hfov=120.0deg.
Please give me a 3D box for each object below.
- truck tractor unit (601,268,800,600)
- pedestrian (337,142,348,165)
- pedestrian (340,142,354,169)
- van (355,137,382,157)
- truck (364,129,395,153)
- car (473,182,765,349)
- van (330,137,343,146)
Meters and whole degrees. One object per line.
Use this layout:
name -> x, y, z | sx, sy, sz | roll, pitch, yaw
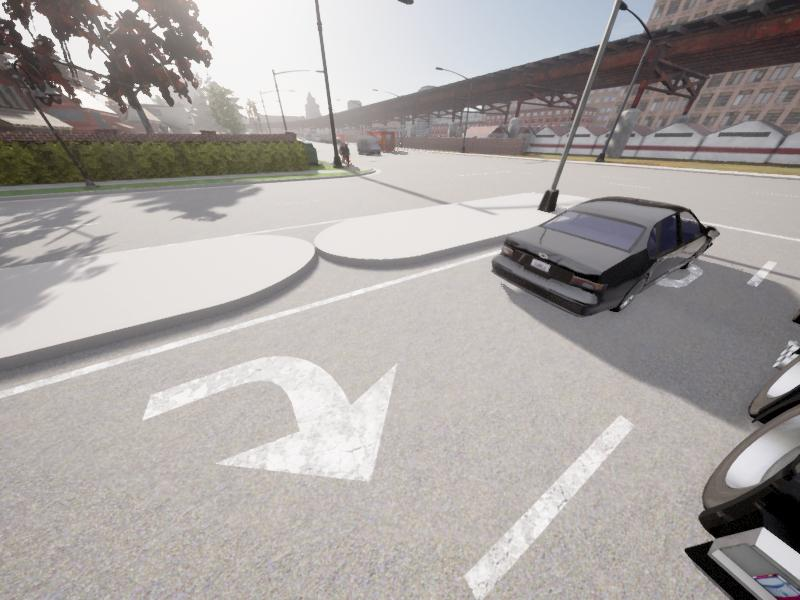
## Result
truck tractor unit -> 5.115, -0.296, 0.773 | 6.516, 4.208, 3.053 | -18, 39, -24
pedestrian -> -5.600, -14.390, 22.677 | 0.751, 1.860, 0.751 | -10, 36, -14
pedestrian -> -4.534, -12.403, 19.833 | 0.751, 1.860, 0.751 | -19, 39, -25
van -> -5.125, -25.083, 37.702 | 1.988, 2.561, 5.915 | -18, 39, -24
truck -> -4.289, -32.948, 47.693 | 2.891, 3.827, 8.468 | -18, 40, -25
car -> 4.265, -1.187, 4.512 | 5.357, 1.411, 2.033 | -18, 39, -24
van -> -18.932, -47.296, 68.691 | 2.069, 2.038, 4.480 | -18, 40, -24
